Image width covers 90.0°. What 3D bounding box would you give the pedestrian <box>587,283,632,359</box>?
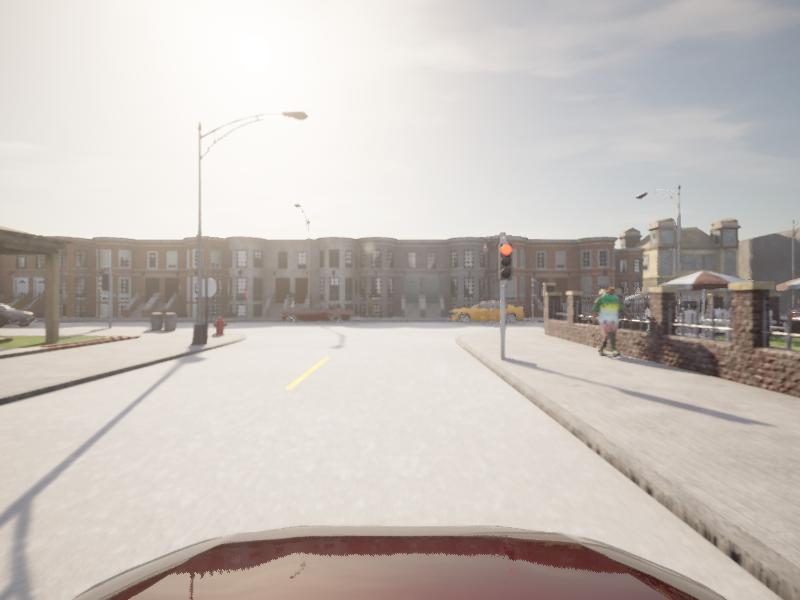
[{"bbox_3d":[5.291,0.521,10.141,0.751,1.860,0.751,0,0,1],"label":"pedestrian"}]

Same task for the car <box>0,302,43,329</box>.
[{"bbox_3d":[-23.654,0.836,22.842,4.892,1.490,1.837,0,0,0],"label":"car"}]

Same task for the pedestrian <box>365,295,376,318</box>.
[{"bbox_3d":[-2.377,0.521,32.400,0.751,1.860,0.751,0,0,10],"label":"pedestrian"}]

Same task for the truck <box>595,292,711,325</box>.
[{"bbox_3d":[16.845,0.533,26.857,6.274,2.098,2.390,0,0,0],"label":"truck"}]

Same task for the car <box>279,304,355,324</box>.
[{"bbox_3d":[-5.493,0.934,26.840,4.718,1.301,1.895,0,0,0],"label":"car"}]

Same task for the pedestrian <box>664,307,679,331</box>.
[{"bbox_3d":[13.076,0.897,19.260,0.500,1.100,0.500,0,0,21],"label":"pedestrian"}]

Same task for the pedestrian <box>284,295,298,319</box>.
[{"bbox_3d":[-8.337,0.521,30.672,0.751,1.860,0.751,0,0,13],"label":"pedestrian"}]

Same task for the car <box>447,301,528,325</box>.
[{"bbox_3d":[5.753,0.813,26.798,5.008,1.535,1.882,0,0,-1],"label":"car"}]

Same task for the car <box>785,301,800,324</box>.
[{"bbox_3d":[29.026,0.818,26.825,4.514,1.525,2.007,0,0,0],"label":"car"}]
